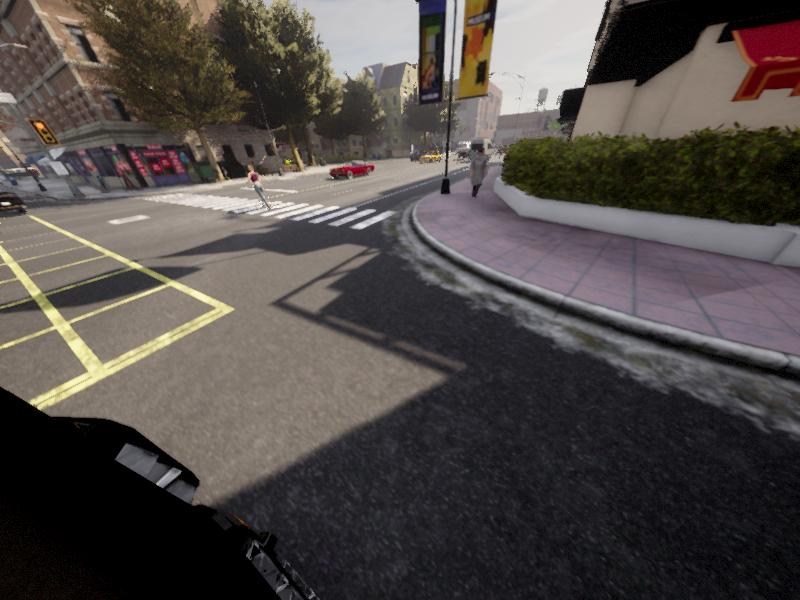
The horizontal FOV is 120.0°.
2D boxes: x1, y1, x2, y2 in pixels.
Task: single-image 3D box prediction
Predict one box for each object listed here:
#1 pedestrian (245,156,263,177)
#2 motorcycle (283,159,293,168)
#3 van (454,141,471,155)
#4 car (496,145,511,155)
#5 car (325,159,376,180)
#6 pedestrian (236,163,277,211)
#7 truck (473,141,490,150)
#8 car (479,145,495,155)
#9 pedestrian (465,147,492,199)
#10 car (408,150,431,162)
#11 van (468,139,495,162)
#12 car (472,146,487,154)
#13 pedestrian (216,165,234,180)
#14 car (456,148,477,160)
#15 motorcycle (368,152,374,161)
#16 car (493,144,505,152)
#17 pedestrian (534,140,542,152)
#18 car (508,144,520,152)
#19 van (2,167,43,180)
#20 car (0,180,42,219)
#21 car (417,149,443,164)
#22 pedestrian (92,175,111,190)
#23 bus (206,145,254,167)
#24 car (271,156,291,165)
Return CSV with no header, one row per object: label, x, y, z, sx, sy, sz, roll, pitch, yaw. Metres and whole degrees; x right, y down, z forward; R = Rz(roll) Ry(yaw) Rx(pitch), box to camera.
pedestrian,-16.135,-14.752,25.540,0.751,1.860,0.751,12,36,21
motorcycle,-19.486,-23.850,40.211,0.803,1.145,2.033,6,33,-4
van,15.008,-36.477,55.401,1.988,2.561,5.915,15,38,26
car,20.916,-30.211,46.468,1.816,1.474,4.193,15,38,26
car,-4.452,-12.258,21.649,1.895,1.301,4.718,15,38,26
pedestrian,-6.538,-5.200,10.623,0.751,1.860,0.751,15,38,25
truck,31.096,-59.077,88.252,5.204,2.467,2.627,16,38,26
car,18.461,-31.671,48.813,2.038,1.542,4.974,15,37,26
pedestrian,3.257,-5.309,9.707,0.751,1.860,0.751,3,34,9
car,3.369,-24.186,38.814,1.837,1.490,4.892,15,37,26
van,11.553,-21.181,32.661,1.988,2.561,5.915,15,38,26
car,19.175,-36.275,55.783,2.128,1.511,4.902,15,38,26
pedestrian,-17.584,-12.808,23.236,0.751,1.300,0.751,11,36,20
car,10.977,-24.063,38.002,1.837,1.490,4.892,15,38,26
motorcycle,-6.120,-30.214,48.636,0.764,1.277,2.356,-11,33,7
car,25.245,-38.541,58.623,1.851,1.617,3.988,15,38,26
pedestrian,25.701,-28.678,43.095,0.751,1.860,0.751,12,36,22
car,28.246,-37.604,57.087,1.970,1.475,3.806,15,38,26
van,-86.801,-29.116,53.155,2.069,2.038,4.480,18,40,29
car,-23.556,-5.241,12.327,5.238,1.638,1.930,-1,34,3
car,4.576,-21.535,34.635,1.801,1.575,5.366,15,38,26
pedestrian,-26.924,-10.573,20.815,0.500,1.100,0.500,15,38,25
bus,-41.487,-35.037,56.367,10.273,4.253,3.944,16,38,26
car,-27.379,-32.173,53.281,3.988,1.617,1.851,16,38,26
